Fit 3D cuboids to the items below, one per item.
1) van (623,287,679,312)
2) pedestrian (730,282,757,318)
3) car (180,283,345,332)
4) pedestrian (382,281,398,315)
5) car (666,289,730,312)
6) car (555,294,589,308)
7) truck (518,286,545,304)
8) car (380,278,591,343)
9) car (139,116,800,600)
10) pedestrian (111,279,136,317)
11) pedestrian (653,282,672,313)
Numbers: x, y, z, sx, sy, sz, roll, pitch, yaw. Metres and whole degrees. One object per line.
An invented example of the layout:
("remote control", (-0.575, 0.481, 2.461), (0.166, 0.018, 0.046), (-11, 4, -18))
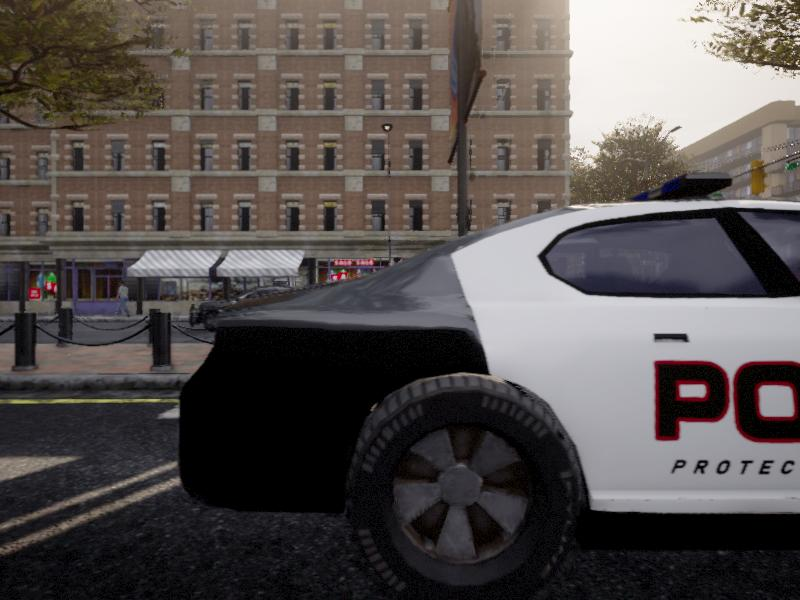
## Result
("van", (21.822, -0.076, 35.048), (2.069, 2.038, 4.480), (0, 0, 0))
("pedestrian", (18.359, -0.002, 21.391), (0.751, 1.860, 0.751), (0, 0, -2))
("car", (-4.496, 0.237, 13.696), (4.974, 1.542, 2.038), (0, 0, 0))
("pedestrian", (-0.550, -0.112, 22.006), (0.751, 1.860, 0.751), (0, 0, 8))
("car", (25.328, 0.039, 34.269), (2.097, 1.767, 4.553), (0, 0, 0))
("car", (21.726, 0.133, 50.909), (2.152, 1.651, 5.027), (0, 0, 0))
("truck", (28.492, -0.987, 87.074), (2.891, 3.827, 8.468), (0, 0, 0))
("car", (1.991, 0.243, 10.195), (4.892, 1.490, 1.837), (0, 0, 0))
("car", (1.727, 0.229, 2.188), (4.974, 1.542, 2.038), (0, 0, 0))
("pedestrian", (-13.909, -0.082, 20.123), (0.751, 1.860, 0.751), (0, 0, 2))
("pedestrian", (15.756, -0.148, 24.019), (0.751, 1.860, 0.751), (0, 0, -33))
